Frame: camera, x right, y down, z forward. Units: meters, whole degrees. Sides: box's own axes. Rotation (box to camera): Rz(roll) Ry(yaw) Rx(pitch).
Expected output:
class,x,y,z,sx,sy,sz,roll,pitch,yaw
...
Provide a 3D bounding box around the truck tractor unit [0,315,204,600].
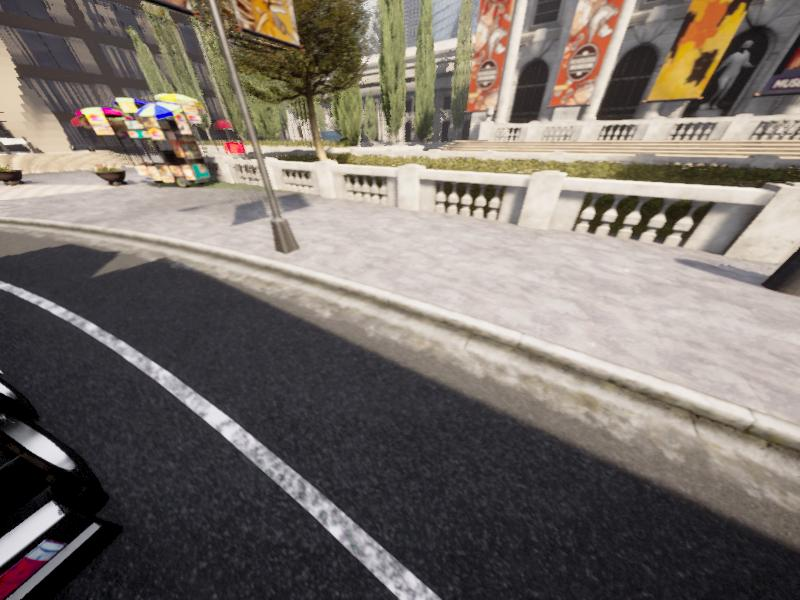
class,x,y,z,sx,sy,sz,roll,pitch,yaw
truck tractor unit,-5.197,-0.203,0.656,6.516,4.208,3.053,15,38,20
